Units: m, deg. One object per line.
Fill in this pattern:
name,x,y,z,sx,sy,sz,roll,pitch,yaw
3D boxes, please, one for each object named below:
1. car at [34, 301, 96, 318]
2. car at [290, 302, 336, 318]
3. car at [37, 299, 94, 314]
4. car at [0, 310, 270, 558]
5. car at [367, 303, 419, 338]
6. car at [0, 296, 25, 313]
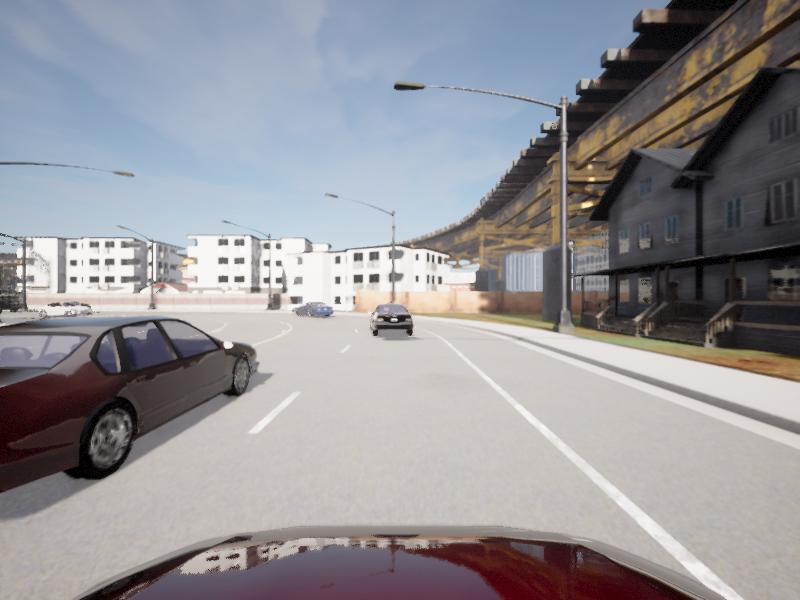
car,-29.869,0.858,35.718,4.674,1.442,1.812,0,0,14
car,-8.215,0.882,37.572,2.033,1.411,5.357,0,0,-39
car,-39.627,0.757,47.404,5.238,1.638,1.930,-1,0,3
car,-3.499,0.893,4.958,2.033,1.411,5.357,0,0,0
car,-0.505,0.889,19.531,2.033,1.411,5.357,0,0,-6
car,-51.906,0.556,51.326,5.566,2.045,2.150,0,0,1
